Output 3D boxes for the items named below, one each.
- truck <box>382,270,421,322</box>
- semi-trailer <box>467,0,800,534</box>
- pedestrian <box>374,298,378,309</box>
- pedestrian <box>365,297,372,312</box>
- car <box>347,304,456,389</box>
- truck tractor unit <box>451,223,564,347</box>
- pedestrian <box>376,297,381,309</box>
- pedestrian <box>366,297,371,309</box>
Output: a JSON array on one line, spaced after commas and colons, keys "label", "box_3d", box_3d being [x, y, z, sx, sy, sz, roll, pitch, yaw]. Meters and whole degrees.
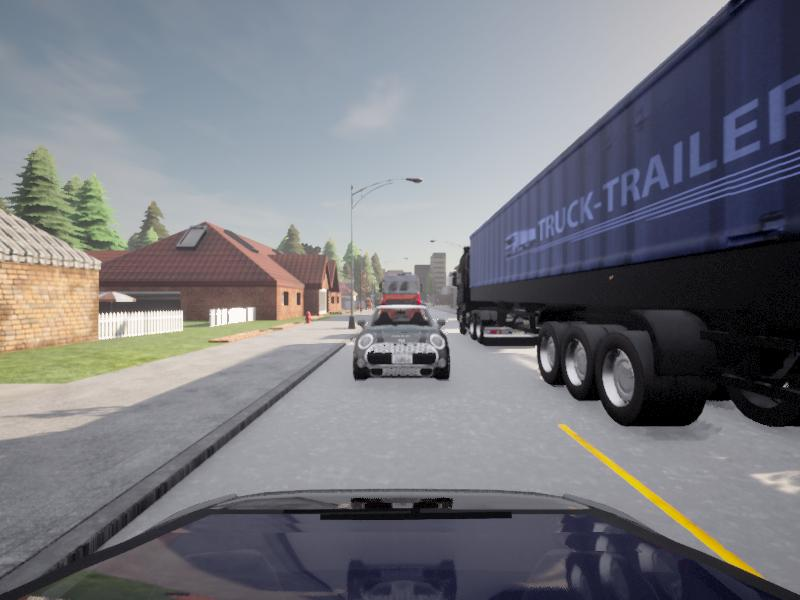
[{"label": "truck", "box_3d": [0.108, -0.320, 33.571, 2.891, 3.827, 8.468, 0, 0, 0]}, {"label": "semi-trailer", "box_3d": [4.045, -0.619, 8.934, 2.717, 4.402, 14.254, 0, 0, 0]}, {"label": "pedestrian", "box_3d": [-4.020, 0.533, 66.653, 0.751, 1.860, 0.751, 0, 0, -3]}, {"label": "pedestrian", "box_3d": [-3.777, 0.533, 47.976, 0.751, 1.860, 0.751, 0, 0, -4]}, {"label": "car", "box_3d": [0.034, 0.853, 9.076, 1.970, 1.475, 3.806, 0, 0, 0]}, {"label": "truck tractor unit", "box_3d": [4.059, -0.498, 16.853, 3.053, 4.208, 6.516, 0, 0, 0]}, {"label": "pedestrian", "box_3d": [-3.319, 0.533, 62.615, 0.751, 1.860, 0.751, 0, 0, -8]}, {"label": "pedestrian", "box_3d": [-4.945, 0.533, 62.826, 0.751, 1.860, 0.751, 0, 0, -1]}]
